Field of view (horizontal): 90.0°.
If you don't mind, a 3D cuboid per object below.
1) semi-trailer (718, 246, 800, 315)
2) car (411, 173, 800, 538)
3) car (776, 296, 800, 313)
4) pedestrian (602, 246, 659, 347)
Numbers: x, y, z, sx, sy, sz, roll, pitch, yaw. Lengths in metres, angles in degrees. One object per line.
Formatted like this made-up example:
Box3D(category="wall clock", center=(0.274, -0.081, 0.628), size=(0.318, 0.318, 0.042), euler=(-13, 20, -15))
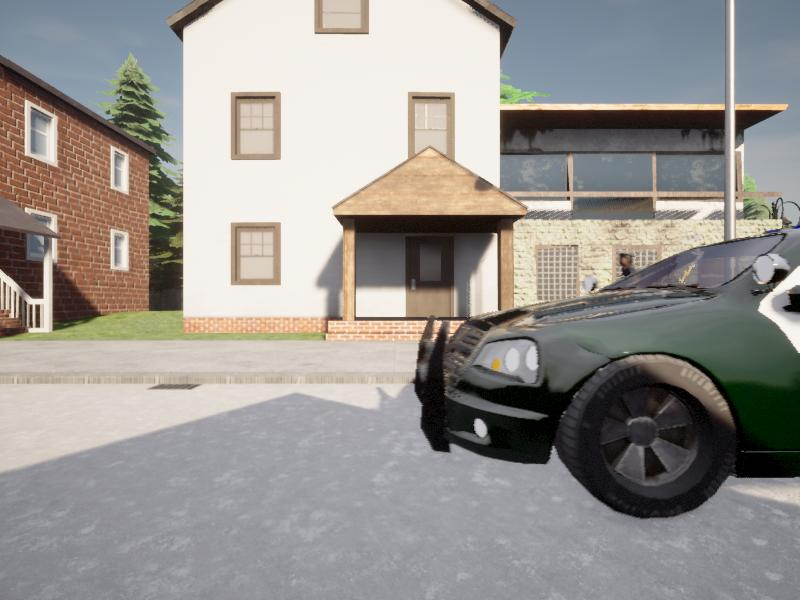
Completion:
Box3D(category="semi-trailer", center=(26.915, -1.217, 24.892), size=(2.717, 4.402, 14.254), euler=(0, 0, -1))
Box3D(category="car", center=(2.599, 0.222, 2.730), size=(4.974, 1.542, 2.038), euler=(0, 0, 0))
Box3D(category="car", center=(30.883, 0.344, 29.538), size=(1.895, 1.301, 4.718), euler=(0, 0, 1))
Box3D(category="pedestrian", center=(4.444, -0.067, 7.769), size=(0.751, 1.860, 0.751), euler=(0, 0, 9))
